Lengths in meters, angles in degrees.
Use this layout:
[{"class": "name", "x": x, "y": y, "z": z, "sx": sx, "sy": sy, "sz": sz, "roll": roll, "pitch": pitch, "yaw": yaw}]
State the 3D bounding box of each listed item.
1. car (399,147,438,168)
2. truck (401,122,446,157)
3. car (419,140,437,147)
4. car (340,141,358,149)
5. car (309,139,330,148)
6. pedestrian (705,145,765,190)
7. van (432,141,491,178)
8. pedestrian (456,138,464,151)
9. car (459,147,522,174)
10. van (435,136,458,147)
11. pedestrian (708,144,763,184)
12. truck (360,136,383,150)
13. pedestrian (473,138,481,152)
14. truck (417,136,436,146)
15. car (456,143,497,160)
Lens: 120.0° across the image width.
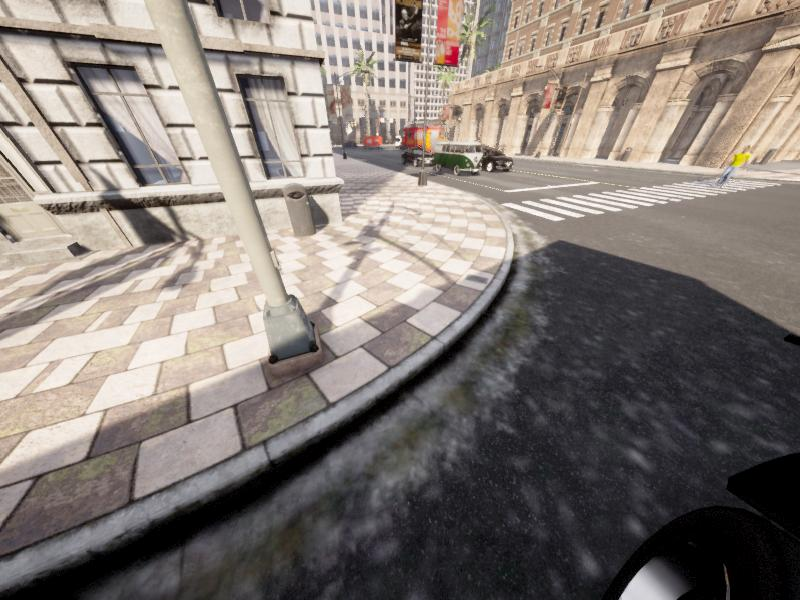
[{"class": "car", "x": 1.623, "y": -13.831, "z": 22.276, "sx": 1.812, "sy": 1.442, "sz": 4.674, "roll": -14, "pitch": 37, "yaw": -18}, {"class": "truck", "x": 3.049, "y": -23.463, "z": 33.866, "sx": 2.891, "sy": 3.827, "sz": 8.468, "roll": -13, "pitch": 37, "yaw": -18}, {"class": "car", "x": 8.349, "y": -46.955, "z": 69.201, "sx": 4.792, "sy": 1.488, "sz": 2.163, "roll": -13, "pitch": 37, "yaw": -18}, {"class": "car", "x": -13.011, "y": -39.749, "z": 59.075, "sx": 3.988, "sy": 1.617, "sz": 1.851, "roll": 20, "pitch": 40, "yaw": 26}, {"class": "car", "x": -21.209, "y": -41.491, "z": 61.301, "sx": 4.605, "sy": 1.855, "sz": 1.932, "roll": 0, "pitch": 35, "yaw": 1}, {"class": "pedestrian", "x": 16.666, "y": -6.624, "z": 11.546, "sx": 0.751, "sy": 1.860, "sz": 0.751, "roll": -16, "pitch": 38, "yaw": -21}, {"class": "van", "x": 4.258, "y": -10.412, "z": 16.937, "sx": 1.775, "sy": 1.987, "sz": 4.442, "roll": -14, "pitch": 37, "yaw": -18}, {"class": "pedestrian", "x": 10.945, "y": -28.331, "z": 42.122, "sx": 0.751, "sy": 1.860, "sz": 0.751, "roll": -13, "pitch": 37, "yaw": -18}, {"class": "car", "x": 7.130, "y": -11.493, "z": 18.879, "sx": 1.837, "sy": 1.490, "sz": 4.892, "roll": -14, "pitch": 37, "yaw": -18}, {"class": "van", "x": 12.863, "y": -44.117, "z": 64.189, "sx": 5.915, "sy": 2.561, "sz": 1.988, "roll": -13, "pitch": 37, "yaw": -18}, {"class": "pedestrian", "x": 18.564, "y": -7.540, "z": 12.834, "sx": 0.751, "sy": 1.860, "sz": 0.751, "roll": -11, "pitch": 37, "yaw": -15}, {"class": "truck", "x": -6.549, "y": -35.702, "z": 52.482, "sx": 2.627, "sy": 2.467, "sz": 5.204, "roll": -24, "pitch": 41, "yaw": -29}, {"class": "pedestrian", "x": 13.045, "y": -26.163, "z": 39.032, "sx": 0.751, "sy": 1.860, "sz": 0.751, "roll": -11, "pitch": 37, "yaw": -15}, {"class": "truck", "x": 8.302, "y": -49.522, "z": 71.986, "sx": 5.204, "sy": 2.467, "sz": 2.627, "roll": -13, "pitch": 37, "yaw": -18}, {"class": "car", "x": 9.484, "y": -18.827, "z": 29.141, "sx": 1.930, "sy": 1.638, "sz": 5.238, "roll": -13, "pitch": 37, "yaw": -18}]
